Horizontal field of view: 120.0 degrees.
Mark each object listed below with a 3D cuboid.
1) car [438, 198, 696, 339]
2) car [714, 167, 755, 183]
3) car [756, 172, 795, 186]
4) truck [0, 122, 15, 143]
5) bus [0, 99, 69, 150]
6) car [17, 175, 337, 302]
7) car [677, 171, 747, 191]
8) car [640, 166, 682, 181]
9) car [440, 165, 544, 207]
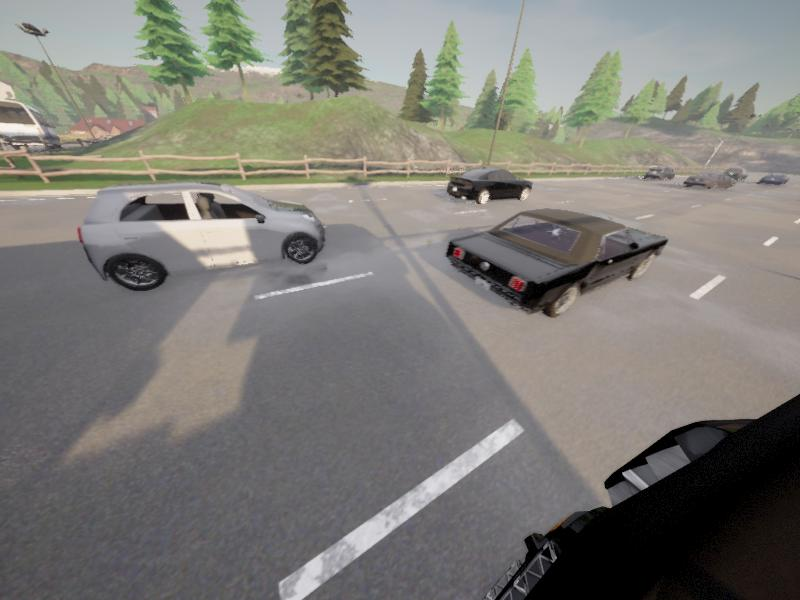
[{"bbox_3d":[3.308,-1.037,4.596,4.718,1.301,1.895,-15,38,-25],"label":"car"},{"bbox_3d":[48.236,-18.119,33.304,4.553,1.767,2.097,-15,38,-25],"label":"car"},{"bbox_3d":[51.690,-16.676,31.785,4.181,1.385,1.994,-15,38,-25],"label":"car"},{"bbox_3d":[-65.077,-25.211,33.388,8.468,3.827,2.891,-15,38,-25],"label":"truck"},{"bbox_3d":[-43.472,-19.926,26.703,10.273,4.253,3.944,28,41,35],"label":"bus"},{"bbox_3d":[-3.400,-1.501,4.565,3.633,1.501,1.845,-16,38,-25],"label":"car"},{"bbox_3d":[30.173,-11.546,22.386,5.357,1.411,2.033,-9,35,-17],"label":"car"},{"bbox_3d":[32.944,-16.004,29.183,4.514,1.525,2.007,-15,38,-25],"label":"car"},{"bbox_3d":[4.746,-5.982,11.926,5.008,1.535,1.882,-16,38,-25],"label":"car"}]
